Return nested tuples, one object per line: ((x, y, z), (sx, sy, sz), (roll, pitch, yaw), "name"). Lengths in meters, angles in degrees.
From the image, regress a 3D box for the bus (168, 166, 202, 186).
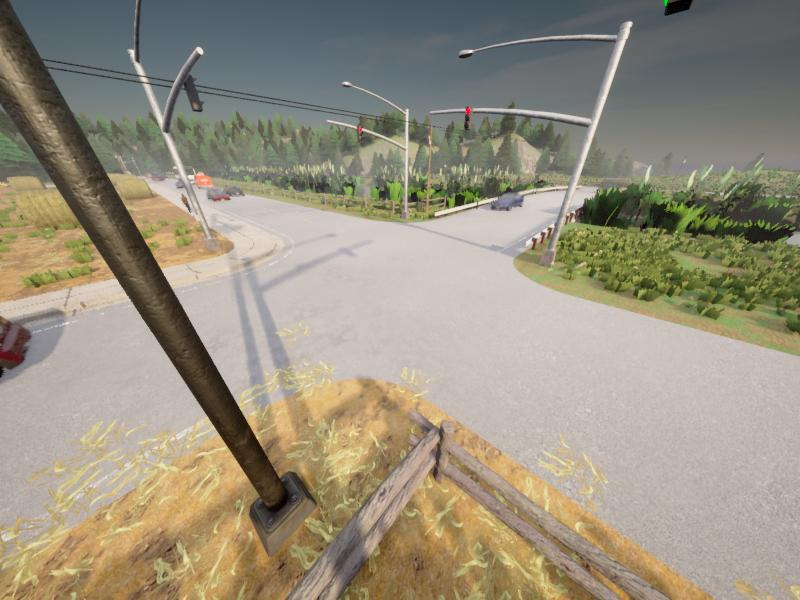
((-56.648, -32.764, 60.798), (10.273, 4.253, 3.944), (25, 38, 36), "bus")

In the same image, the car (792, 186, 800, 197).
((64.872, -16.558, 35.265), (2.097, 1.767, 4.553), (-26, 39, -37), "car")

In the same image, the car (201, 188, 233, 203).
((-25.209, -14.445, 31.849), (4.792, 1.488, 2.163), (25, 38, 36), "car")

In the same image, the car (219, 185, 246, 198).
((-27.590, -17.907, 37.986), (5.027, 1.651, 2.152), (25, 38, 36), "car")

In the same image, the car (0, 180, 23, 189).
((-87.953, -25.277, 50.617), (1.801, 1.575, 5.366), (23, 37, 34), "car")

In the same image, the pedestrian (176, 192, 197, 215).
((-20.424, -9.247, 22.113), (0.751, 1.860, 0.751), (24, 37, 35), "pedestrian")

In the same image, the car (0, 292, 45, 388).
((-10.664, 1.509, 3.972), (2.097, 1.767, 4.553), (23, 37, 34), "car")

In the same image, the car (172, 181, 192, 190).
((-46.274, -24.326, 49.035), (5.357, 1.411, 2.033), (25, 38, 36), "car")

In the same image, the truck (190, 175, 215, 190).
((-42.772, -25.543, 50.079), (5.204, 2.467, 2.627), (25, 38, 36), "truck")

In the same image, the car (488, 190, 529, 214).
((11.215, -10.165, 23.757), (4.674, 1.442, 1.812), (-29, 40, -35), "car")
